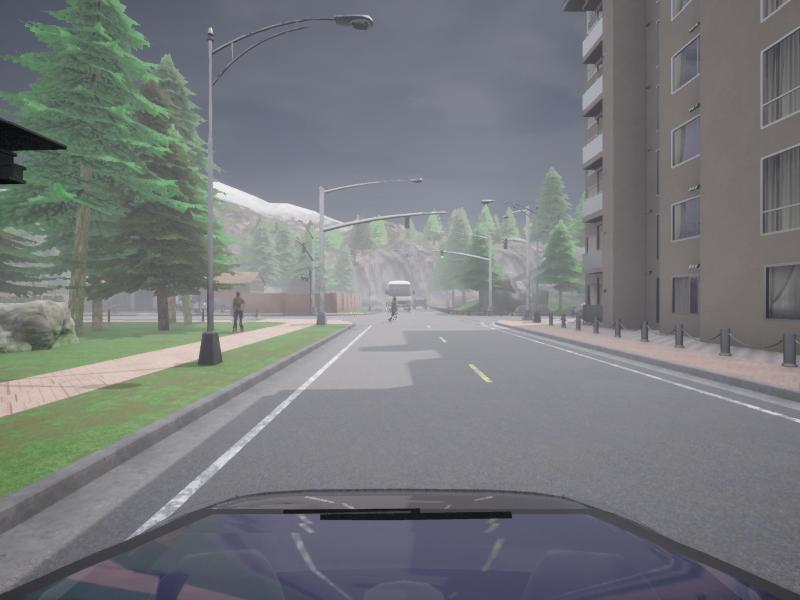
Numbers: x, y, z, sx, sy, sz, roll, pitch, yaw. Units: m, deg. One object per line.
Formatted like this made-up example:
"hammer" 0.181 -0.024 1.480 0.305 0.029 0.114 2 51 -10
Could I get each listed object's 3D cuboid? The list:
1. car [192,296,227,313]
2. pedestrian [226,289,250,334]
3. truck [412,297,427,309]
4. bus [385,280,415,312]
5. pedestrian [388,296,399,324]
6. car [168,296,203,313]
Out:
"car" -21.587 0.503 45.523 1.932 1.855 4.605 0 0 -1
"pedestrian" -6.902 0.485 17.053 0.751 1.860 0.751 0 0 -3
"truck" 3.395 0.542 70.797 2.390 2.098 6.274 0 0 0
"bus" 0.035 -0.534 57.845 3.944 4.253 10.273 0 0 0
"pedestrian" -0.433 0.637 26.958 0.751 1.860 0.751 0 0 1
"car" -24.091 0.505 45.073 1.905 1.878 3.866 0 0 -1
